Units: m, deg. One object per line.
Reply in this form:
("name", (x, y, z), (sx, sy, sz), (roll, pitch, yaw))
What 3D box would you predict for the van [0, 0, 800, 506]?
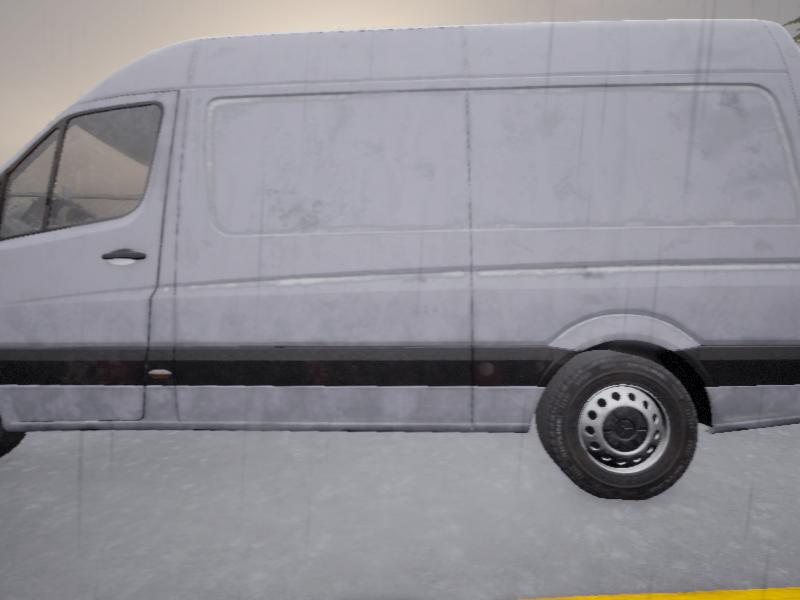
("van", (-0.574, -0.288, 3.022), (5.915, 2.561, 1.988), (0, -1, 3))
